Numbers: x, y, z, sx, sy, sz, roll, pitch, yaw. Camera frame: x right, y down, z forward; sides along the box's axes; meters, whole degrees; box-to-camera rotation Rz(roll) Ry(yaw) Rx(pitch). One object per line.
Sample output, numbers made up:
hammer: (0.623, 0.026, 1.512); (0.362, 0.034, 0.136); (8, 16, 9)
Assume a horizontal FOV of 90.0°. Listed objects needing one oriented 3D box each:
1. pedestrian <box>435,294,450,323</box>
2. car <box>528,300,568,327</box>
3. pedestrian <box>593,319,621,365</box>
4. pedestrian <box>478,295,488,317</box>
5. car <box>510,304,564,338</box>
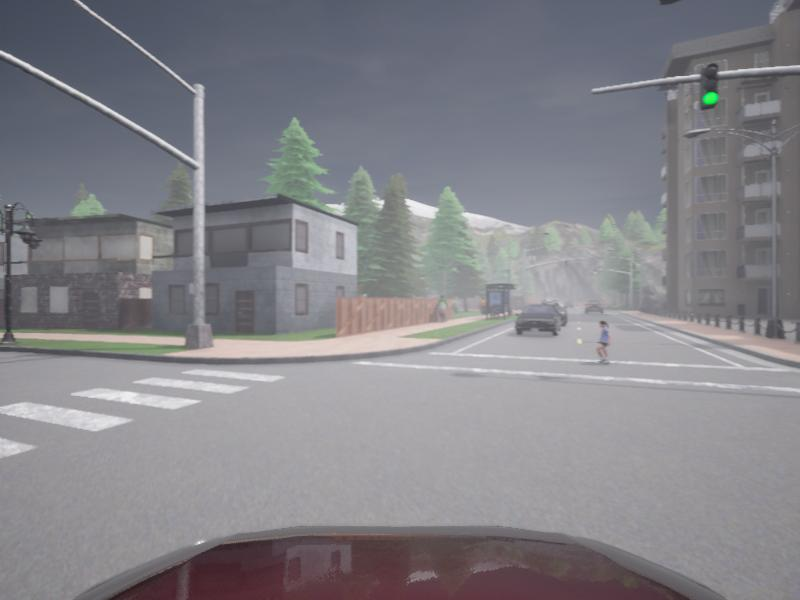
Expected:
pedestrian: (2.749, 0.524, 25.688); (0.751, 1.860, 0.751); (0, 0, 25)
car: (9.867, 0.804, 26.431); (2.152, 1.651, 5.027); (0, 0, 24)
pedestrian: (5.128, 1.024, 9.931); (0.500, 1.100, 0.500); (0, 0, 9)
pedestrian: (7.409, 0.530, 35.790); (0.751, 1.860, 0.751); (0, 0, 27)
car: (6.921, 0.914, 19.786); (2.033, 1.411, 5.357); (0, 0, 24)
